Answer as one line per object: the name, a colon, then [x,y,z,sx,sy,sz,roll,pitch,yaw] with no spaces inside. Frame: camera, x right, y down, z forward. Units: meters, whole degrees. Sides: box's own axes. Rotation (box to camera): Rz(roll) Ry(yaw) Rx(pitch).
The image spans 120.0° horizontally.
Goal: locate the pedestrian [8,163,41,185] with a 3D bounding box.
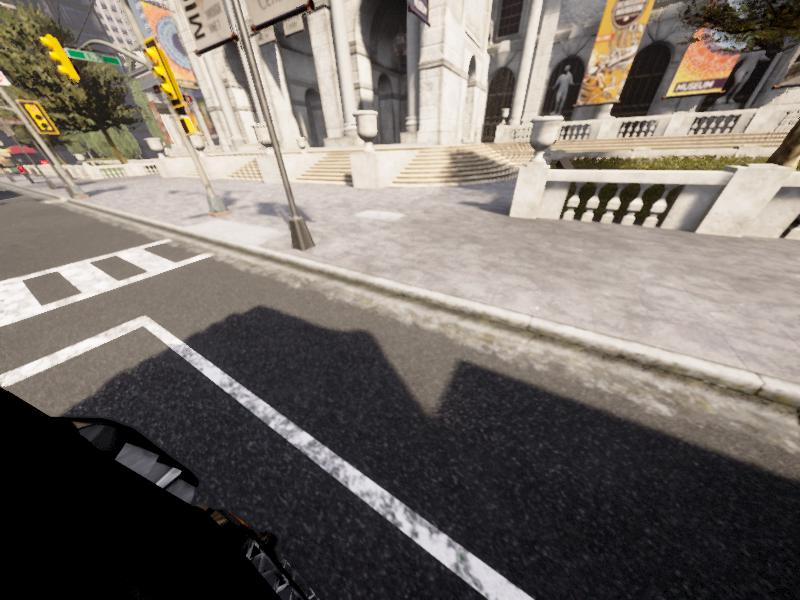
pedestrian: [-37.276,-12.542,22.978,0.751,1.860,0.751,-27,41,-32]
